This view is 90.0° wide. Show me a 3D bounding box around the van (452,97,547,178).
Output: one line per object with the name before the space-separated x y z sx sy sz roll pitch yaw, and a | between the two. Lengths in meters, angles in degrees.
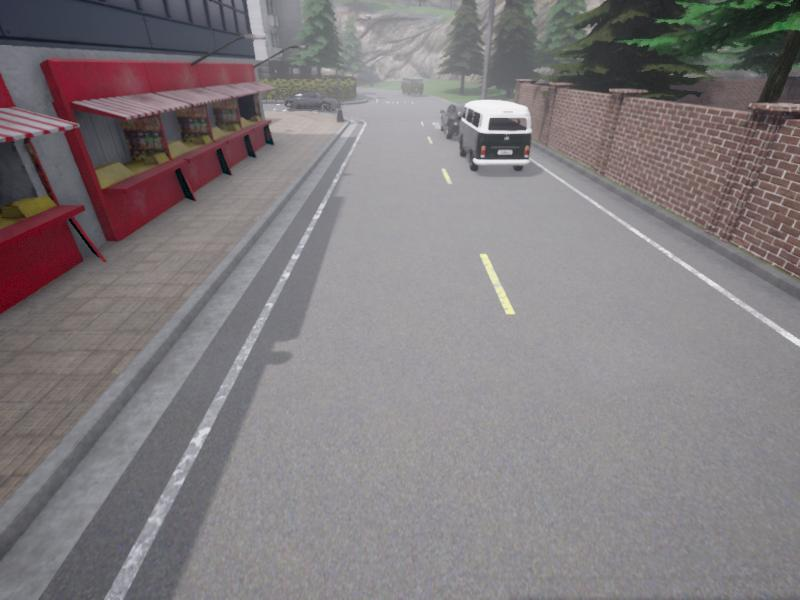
van | 3.228 -5.881 14.109 2.069 2.038 4.480 0 30 0

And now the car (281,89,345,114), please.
car | -6.439 -14.856 29.894 4.181 1.385 1.994 6 30 7

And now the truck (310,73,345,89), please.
truck | -11.732 -35.558 64.965 2.390 2.098 6.274 -24 38 -35

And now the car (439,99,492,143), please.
car | 3.168 -9.166 20.289 1.837 1.490 4.892 0 30 0

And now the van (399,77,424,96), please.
van | 1.342 -26.316 49.227 1.775 1.987 4.442 -8 31 -14
